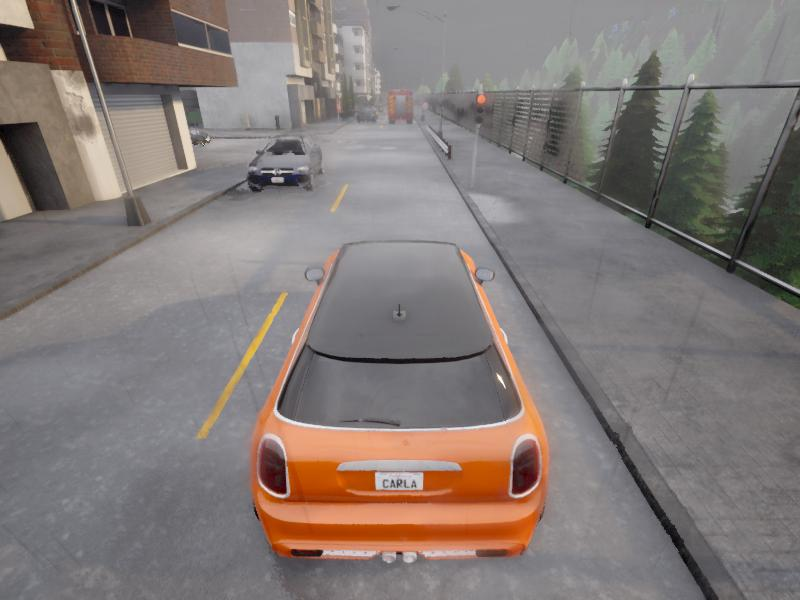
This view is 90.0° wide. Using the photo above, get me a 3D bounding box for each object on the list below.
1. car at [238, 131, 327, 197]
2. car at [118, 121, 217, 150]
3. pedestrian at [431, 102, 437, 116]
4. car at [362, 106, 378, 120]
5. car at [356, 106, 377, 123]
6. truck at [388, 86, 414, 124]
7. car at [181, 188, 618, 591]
[{"bbox_3d":[-4.179,-5.338,15.228,2.152,1.651,5.027,-2,27,-3],"label":"car"},{"bbox_3d":[-14.415,-10.304,25.034,4.892,1.490,1.837,2,27,3],"label":"car"},{"bbox_3d":[5.148,-28.741,60.240,0.751,1.860,0.751,-1,27,-1],"label":"pedestrian"},{"bbox_3d":[-3.999,-25.671,54.852,1.801,1.575,5.366,0,27,0],"label":"car"},{"bbox_3d":[-3.997,-22.514,48.474,2.097,1.767,4.553,0,27,0],"label":"car"},{"bbox_3d":[0.044,-24.166,49.468,2.891,3.827,8.468,0,27,0],"label":"truck"},{"bbox_3d":[-0.002,0.156,4.347,2.097,1.767,4.553,0,27,0],"label":"car"}]
